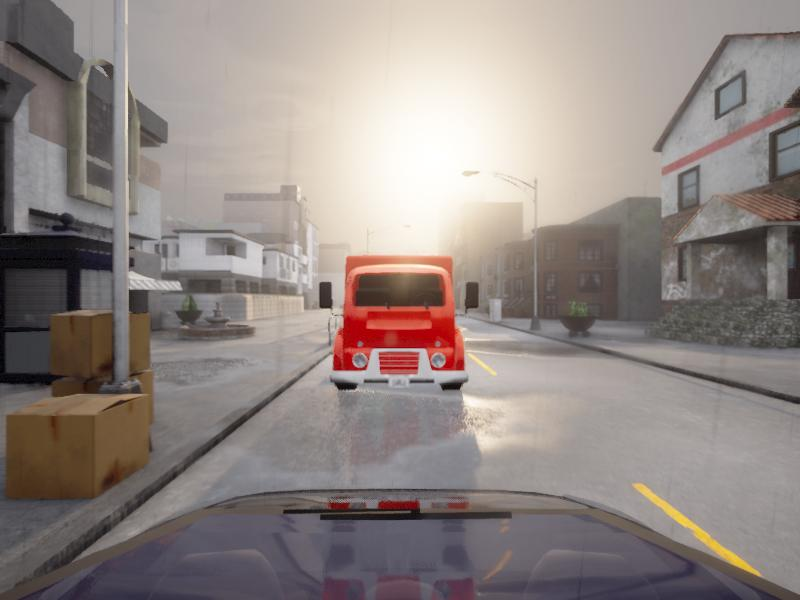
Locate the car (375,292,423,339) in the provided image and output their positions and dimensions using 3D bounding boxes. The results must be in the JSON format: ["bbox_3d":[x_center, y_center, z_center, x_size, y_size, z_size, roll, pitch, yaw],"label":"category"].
[{"bbox_3d":[-0.046,0.629,17.930,1.905,1.878,3.866,0,0,0],"label":"car"}]

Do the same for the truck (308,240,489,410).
[{"bbox_3d":[-0.024,0.342,8.425,2.627,2.467,5.204,0,1,0],"label":"truck"}]

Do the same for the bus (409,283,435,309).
[{"bbox_3d":[3.720,-0.596,69.986,3.944,4.253,10.273,0,0,0],"label":"bus"}]

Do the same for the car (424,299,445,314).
[{"bbox_3d":[3.892,0.730,46.256,1.930,1.638,5.238,0,0,0],"label":"car"}]

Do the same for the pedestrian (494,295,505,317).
[{"bbox_3d":[8.568,0.503,34.474,0.751,1.860,0.751,0,0,-1],"label":"pedestrian"}]
